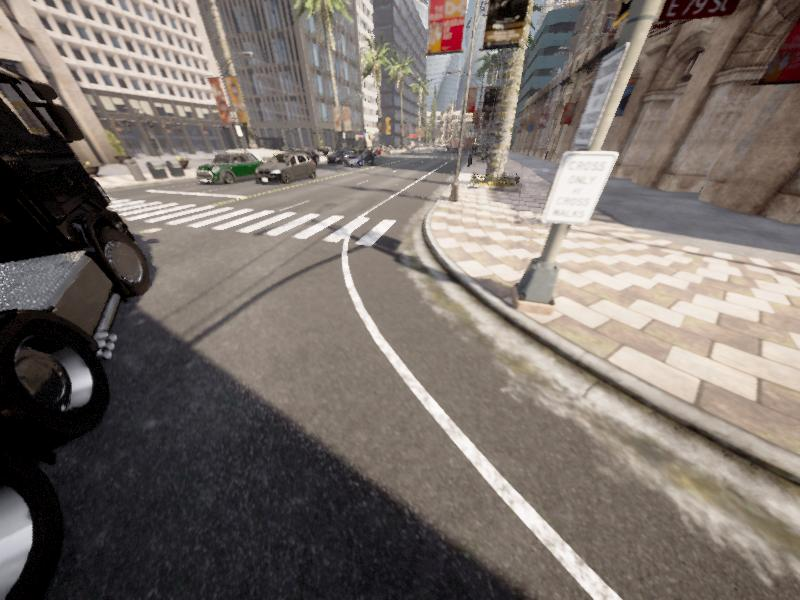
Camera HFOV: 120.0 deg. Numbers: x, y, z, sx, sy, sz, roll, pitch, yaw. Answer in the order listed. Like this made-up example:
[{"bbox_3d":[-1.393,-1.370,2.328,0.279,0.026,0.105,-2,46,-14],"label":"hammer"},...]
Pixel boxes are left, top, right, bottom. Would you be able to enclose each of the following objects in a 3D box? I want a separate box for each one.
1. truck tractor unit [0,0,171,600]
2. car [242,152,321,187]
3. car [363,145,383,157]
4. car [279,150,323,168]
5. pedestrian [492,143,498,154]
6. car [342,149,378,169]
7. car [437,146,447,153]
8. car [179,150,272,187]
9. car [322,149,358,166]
[{"bbox_3d":[-4.597,-0.630,1.265,3.053,4.208,6.516,-23,41,-29],"label":"truck tractor unit"},{"bbox_3d":[-7.857,-9.185,16.021,2.242,1.667,4.611,9,35,13],"label":"car"},{"bbox_3d":[-4.981,-28.284,43.812,2.185,1.767,4.553,9,35,13],"label":"car"},{"bbox_3d":[-11.159,-16.250,26.510,2.163,1.488,4.792,9,35,13],"label":"car"},{"bbox_3d":[19.614,-31.061,47.495,0.751,1.860,0.751,11,36,16],"label":"pedestrian"},{"bbox_3d":[-4.329,-16.049,26.082,2.033,1.649,4.856,9,36,13],"label":"car"},{"bbox_3d":[11.079,-39.425,60.518,1.895,1.301,4.718,9,35,13],"label":"car"},{"bbox_3d":[-11.546,-9.145,15.853,2.097,1.767,4.553,9,35,13],"label":"car"},{"bbox_3d":[-7.191,-17.535,28.333,2.038,1.542,4.974,9,36,13],"label":"car"}]
